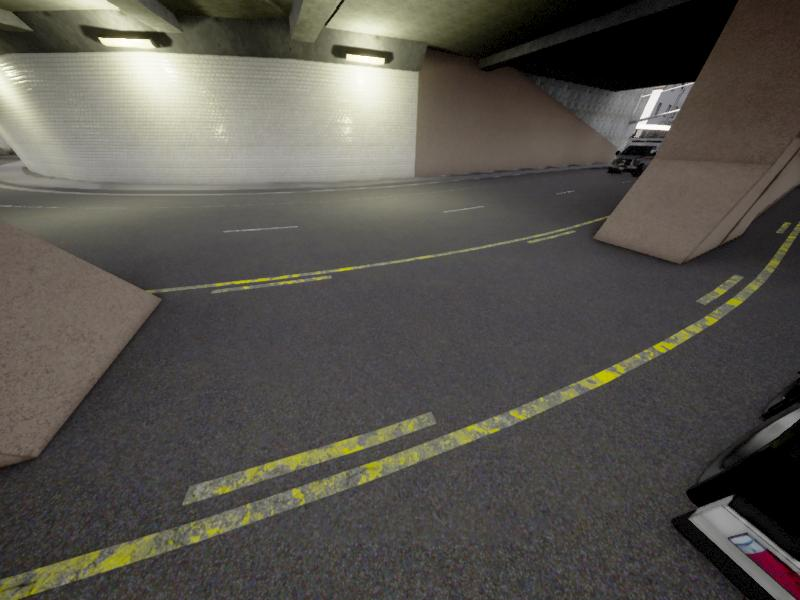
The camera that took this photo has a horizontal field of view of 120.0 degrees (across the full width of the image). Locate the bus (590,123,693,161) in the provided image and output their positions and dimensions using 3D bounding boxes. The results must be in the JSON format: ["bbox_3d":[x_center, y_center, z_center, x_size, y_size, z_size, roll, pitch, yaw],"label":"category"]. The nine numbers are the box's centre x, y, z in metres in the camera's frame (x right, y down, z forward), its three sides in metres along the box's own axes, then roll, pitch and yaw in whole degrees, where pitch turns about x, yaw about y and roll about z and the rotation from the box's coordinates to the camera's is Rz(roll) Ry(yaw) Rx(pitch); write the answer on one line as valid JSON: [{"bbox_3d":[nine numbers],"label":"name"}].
[{"bbox_3d":[38.619,-26.048,37.791,3.944,4.253,10.273,-18,43,-25],"label":"bus"}]

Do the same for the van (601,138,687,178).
[{"bbox_3d":[19.775,-11.650,18.775,6.366,2.431,2.351,-19,39,-25],"label":"van"}]

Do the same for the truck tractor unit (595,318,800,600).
[{"bbox_3d":[5.196,-0.205,0.643,6.516,4.208,3.053,-14,38,-20],"label":"truck tractor unit"}]
